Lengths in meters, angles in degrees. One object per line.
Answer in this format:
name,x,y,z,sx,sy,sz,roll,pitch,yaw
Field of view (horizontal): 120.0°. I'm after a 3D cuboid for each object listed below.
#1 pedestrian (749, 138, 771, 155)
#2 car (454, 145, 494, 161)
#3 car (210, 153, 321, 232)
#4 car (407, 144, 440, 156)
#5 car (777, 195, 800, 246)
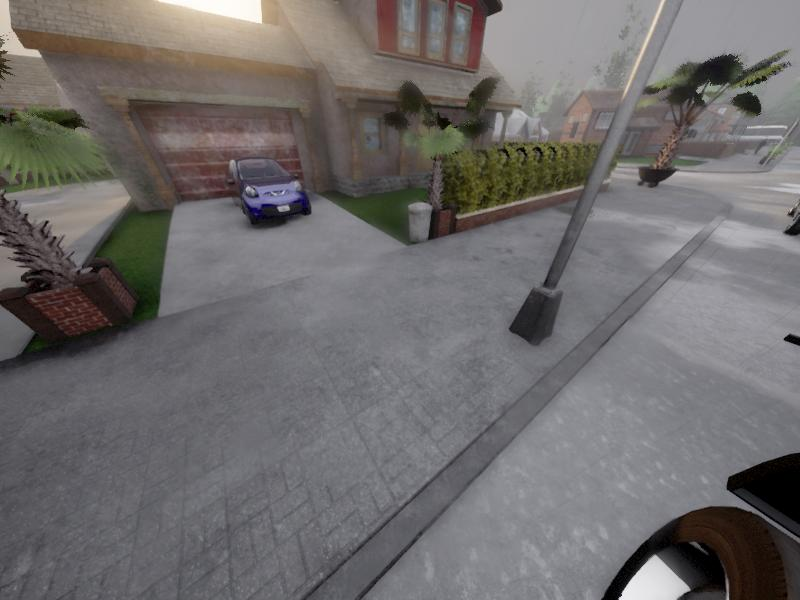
pedestrian,48.436,-20.648,31.057,0.751,1.860,0.751,-23,41,-29
car,9.080,-18.281,28.619,1.994,1.385,4.181,-22,41,-28
car,-4.139,-3.473,7.010,1.845,1.501,3.633,-24,42,-30
car,3.458,-22.923,35.226,2.033,1.411,5.357,-22,41,-28
car,12.487,-2.597,6.091,5.238,1.638,1.930,-22,41,-28
